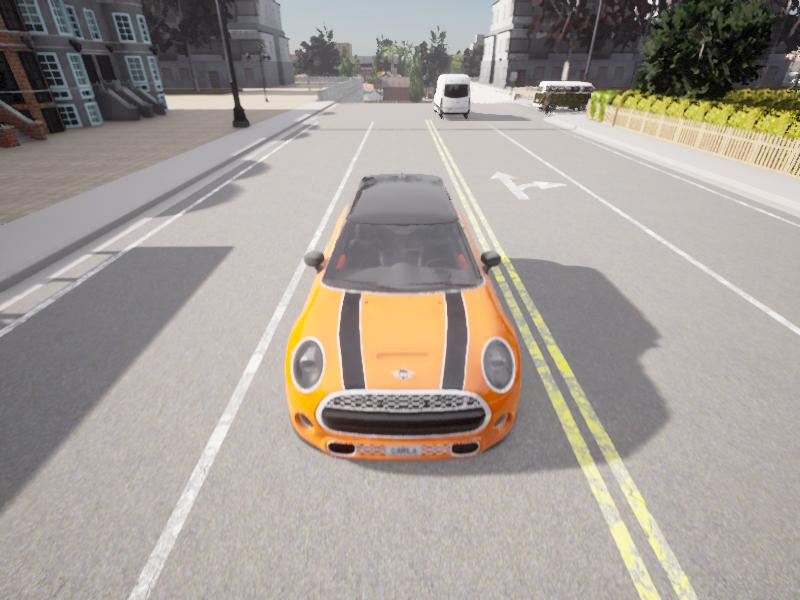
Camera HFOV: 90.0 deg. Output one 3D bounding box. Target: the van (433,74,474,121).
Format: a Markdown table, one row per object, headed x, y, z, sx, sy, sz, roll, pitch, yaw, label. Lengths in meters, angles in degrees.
| x | y | z | sx | sy | sz | roll | pitch | yaw | label |
| --- | --- | --- | --- | --- | --- | --- | --- | --- | --- |
| 3.578 | -14.297 | 27.976 | 1.988 | 2.561 | 5.915 | 0 | 30 | 0 | van |

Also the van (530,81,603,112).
| x | y | z | sx | sy | sz | roll | pitch | yaw | label |
| --- | --- | --- | --- | --- | --- | --- | --- | --- | --- |
| 12.747 | -15.710 | 30.886 | 4.480 | 2.038 | 2.069 | -2 | 30 | -4 | van |

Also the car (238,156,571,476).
| x | y | z | sx | sy | sz | roll | pitch | yaw | label |
| --- | --- | --- | --- | --- | --- | --- | --- | --- | --- |
| 0.029 | -0.409 | 4.938 | 2.097 | 1.767 | 4.553 | 0 | 30 | 0 | car |

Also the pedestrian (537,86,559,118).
| x | y | z | sx | sy | sz | roll | pitch | yaw | label |
| --- | --- | --- | --- | --- | --- | --- | --- | --- | --- |
| 10.022 | -13.445 | 27.144 | 0.751 | 1.860 | 0.751 | -13 | 33 | -21 | pedestrian |
